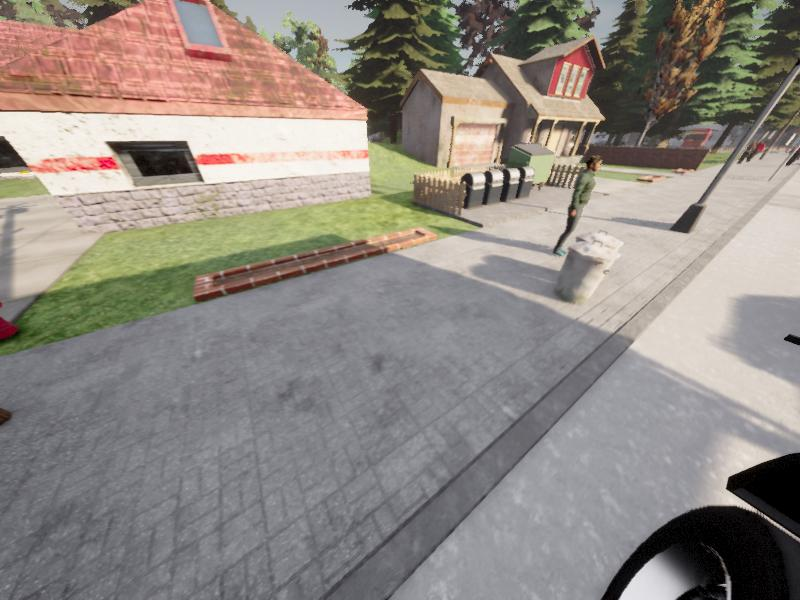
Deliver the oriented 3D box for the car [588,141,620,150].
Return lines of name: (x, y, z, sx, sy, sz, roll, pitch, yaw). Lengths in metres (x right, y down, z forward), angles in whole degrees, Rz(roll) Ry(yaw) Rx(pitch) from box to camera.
car: (43.628, -33.205, 49.440, 1.812, 1.442, 4.674, -21, 41, -26)

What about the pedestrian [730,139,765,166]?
pedestrian: (29.251, -12.463, 19.482, 0.751, 1.860, 0.751, -20, 40, -26)

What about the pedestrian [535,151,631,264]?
pedestrian: (3.480, -1.779, 4.527, 0.751, 1.860, 0.751, 28, 44, 33)

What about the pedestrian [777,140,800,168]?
pedestrian: (30.778, -11.332, 17.903, 0.751, 1.860, 0.751, -20, 40, -26)

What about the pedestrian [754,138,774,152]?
pedestrian: (56.702, -24.135, 35.999, 0.751, 1.860, 0.751, -20, 40, -26)

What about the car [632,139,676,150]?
car: (47.995, -29.581, 43.849, 2.152, 1.651, 5.027, -21, 41, -27)

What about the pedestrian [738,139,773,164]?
pedestrian: (31.942, -13.396, 20.789, 0.751, 1.860, 0.751, -16, 39, -22)
